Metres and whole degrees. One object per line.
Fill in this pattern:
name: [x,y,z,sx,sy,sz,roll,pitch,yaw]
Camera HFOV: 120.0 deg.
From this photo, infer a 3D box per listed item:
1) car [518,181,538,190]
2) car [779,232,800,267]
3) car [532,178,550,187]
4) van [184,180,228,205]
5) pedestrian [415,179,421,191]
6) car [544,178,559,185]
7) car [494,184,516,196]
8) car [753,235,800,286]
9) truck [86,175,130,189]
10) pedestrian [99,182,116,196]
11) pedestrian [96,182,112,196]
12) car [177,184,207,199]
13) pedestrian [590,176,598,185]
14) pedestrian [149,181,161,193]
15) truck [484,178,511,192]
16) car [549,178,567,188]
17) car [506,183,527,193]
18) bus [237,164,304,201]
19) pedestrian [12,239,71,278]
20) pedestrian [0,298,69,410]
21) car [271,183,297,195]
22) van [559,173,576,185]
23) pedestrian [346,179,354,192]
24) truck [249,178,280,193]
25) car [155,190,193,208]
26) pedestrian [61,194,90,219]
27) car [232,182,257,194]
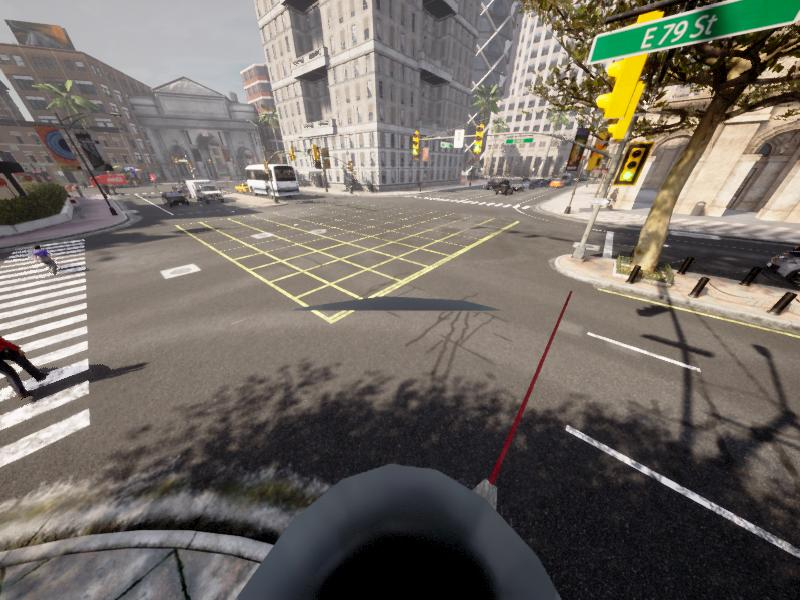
car: [26.098,-23.307,46.980,2.033,1.411,5.357,23,37,34]
car: [20.631,-1.829,9.804,4.181,1.385,1.994,23,37,34]
car: [33.088,-27.529,54.064,2.152,1.651,5.027,23,37,34]
van: [-25.231,-14.113,30.022,6.366,2.431,2.351,23,37,34]
pedestrian: [3.286,-20.586,41.449,0.751,1.860,0.751,20,35,30]
car: [40.234,-31.621,61.382,2.033,1.411,5.357,23,37,34]
car: [17.189,-18.077,37.842,1.816,1.474,4.193,23,37,34]
car: [16.907,-1.185,8.528,3.633,1.501,1.845,23,37,34]
truck: [-61.629,-25.020,48.868,2.627,2.467,5.204,23,37,34]
pedestrian: [-45.770,-17.355,36.155,0.751,1.860,0.751,5,30,9]
pedestrian: [-46.356,-17.358,36.153,0.751,1.860,0.751,18,35,28]
car: [-31.092,-16.241,34.507,4.856,1.649,2.033,23,37,34]
pedestrian: [46.577,-28.657,55.428,0.751,1.860,0.751,16,33,25]
pedestrian: [-42.664,-19.702,40.221,0.751,1.860,0.751,24,38,35]
truck: [18.468,-21.827,43.711,2.390,2.098,6.274,23,37,34]
car: [35.157,-26.102,51.420,2.097,1.767,4.553,23,37,34]
car: [21.378,-20.487,42.194,1.895,1.301,4.718,23,37,34]
bus: [-19.231,-17.526,34.110,10.273,4.253,3.944,23,37,34]
pedestrian: [-14.937,-1.752,9.691,0.751,1.300,0.751,-25,38,-36]
pedestrian: [-7.570,1.007,4.353,0.751,1.860,0.751,-26,39,-37]
car: [-19.638,-18.838,39.189,4.674,1.442,1.812,23,37,34]
van: [42.779,-30.875,58.945,1.988,2.561,5.915,24,38,35]
pedestrian: [-8.888,-20.335,41.014,0.751,1.860,0.751,18,35,28]
truck: [-25.339,-21.541,43.216,6.274,2.098,2.390,23,37,34]
car: [-27.136,-12.180,27.707,5.357,1.411,2.033,23,37,34]
pedestrian: [-27.338,-7.907,19.488,0.751,1.860,0.751,22,37,33]
car: [-27.676,-20.013,41.088,5.366,1.575,1.801,23,37,34]
